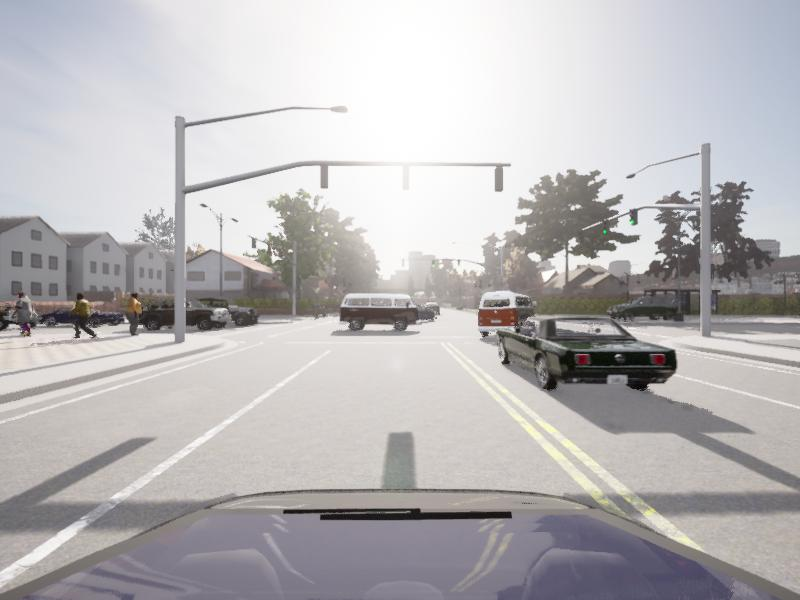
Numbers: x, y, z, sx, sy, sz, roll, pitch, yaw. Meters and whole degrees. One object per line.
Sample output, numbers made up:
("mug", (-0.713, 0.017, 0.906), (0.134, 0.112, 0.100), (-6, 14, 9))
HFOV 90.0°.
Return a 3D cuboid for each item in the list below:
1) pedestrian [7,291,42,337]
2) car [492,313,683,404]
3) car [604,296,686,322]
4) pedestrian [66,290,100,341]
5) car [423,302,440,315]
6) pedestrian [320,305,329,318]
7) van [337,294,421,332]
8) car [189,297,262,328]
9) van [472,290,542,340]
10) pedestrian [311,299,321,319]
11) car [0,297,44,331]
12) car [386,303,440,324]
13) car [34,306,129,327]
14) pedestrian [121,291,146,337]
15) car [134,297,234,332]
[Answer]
("pedestrian", (-15.794, 0.574, 16.836), (0.751, 1.860, 0.751), (0, 0, -7))
("car", (3.487, 0.991, 8.630), (1.895, 1.301, 4.718), (0, 0, 0))
("car", (20.492, 0.740, 33.642), (5.566, 2.045, 2.150), (0, 0, 1))
("pedestrian", (-11.973, 0.565, 15.132), (0.751, 1.860, 0.751), (0, 0, -12))
("car", (4.113, 1.036, 52.217), (1.930, 1.638, 5.238), (0, 0, 1))
("pedestrian", (-7.672, 1.125, 40.606), (0.751, 1.300, 0.751), (0, 0, 2))
("van", (-1.119, 0.687, 22.449), (4.480, 2.038, 2.069), (0, 0, 1))
("car", (-11.301, 0.783, 26.094), (3.866, 1.878, 1.905), (0, 0, 1))
("van", (5.167, 0.671, 18.933), (2.069, 2.038, 4.480), (-3, -1, 29))
("pedestrian", (-7.834, 0.829, 37.459), (0.751, 1.860, 0.751), (0, 0, 4))
("car", (-23.382, 0.775, 22.760), (4.605, 1.855, 1.932), (-1, 0, 1))
("car", (1.164, 1.015, 31.943), (2.163, 1.488, 4.792), (0, 0, 32))
("car", (-20.778, 1.080, 26.227), (4.718, 1.301, 1.895), (0, 0, 1))
("pedestrian", (-11.196, 0.574, 16.823), (0.751, 1.860, 0.751), (0, 0, 45))
("car", (-12.091, 0.773, 22.605), (4.605, 1.855, 1.932), (-1, 0, 1))
